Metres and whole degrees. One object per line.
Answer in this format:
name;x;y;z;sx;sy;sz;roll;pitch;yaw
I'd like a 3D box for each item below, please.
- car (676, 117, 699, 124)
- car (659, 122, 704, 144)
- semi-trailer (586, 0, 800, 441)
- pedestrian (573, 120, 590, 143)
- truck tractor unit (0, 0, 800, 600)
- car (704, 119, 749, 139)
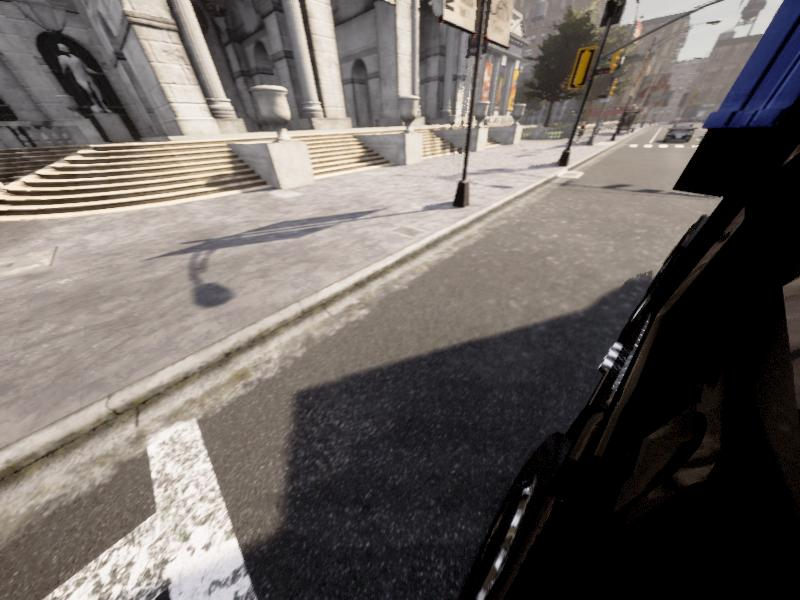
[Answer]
car;79.568;-49.607;63.879;4.718;1.301;1.895;-13;38;-13
car;27.388;-16.408;22.602;2.128;1.511;4.902;27;46;34
semi-trailer;9.820;-2.415;2.567;14.254;4.402;2.717;-12;37;-13
pedestrian;18.717;-17.381;23.848;0.751;1.860;0.751;24;44;31
truck tractor unit;2.645;-0.295;0.351;6.516;4.208;3.053;-28;44;-30
car;34.702;-18.356;24.731;1.882;1.535;5.008;27;46;33
